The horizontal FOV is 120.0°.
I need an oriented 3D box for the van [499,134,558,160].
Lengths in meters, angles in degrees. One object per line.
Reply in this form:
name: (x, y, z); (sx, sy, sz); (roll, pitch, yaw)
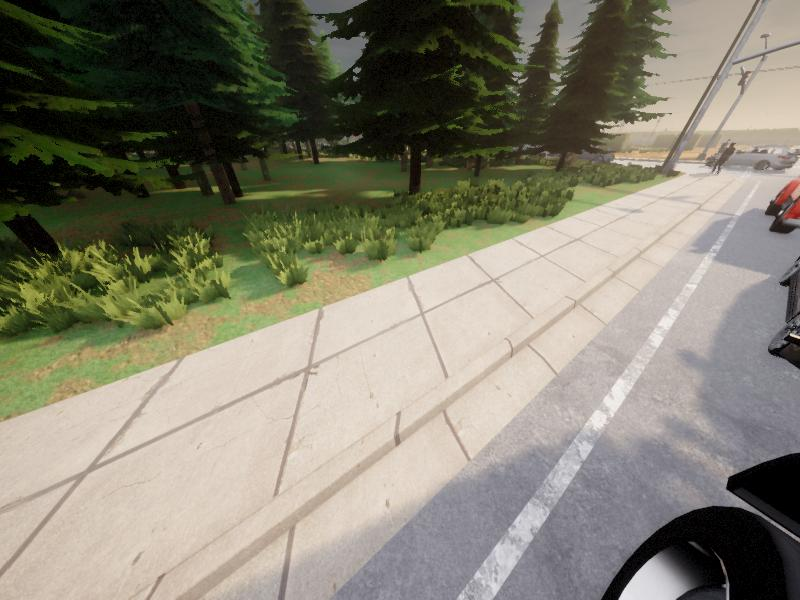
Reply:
van: (15.931, -19.415, 29.208); (1.988, 2.561, 5.915); (-22, 41, -28)

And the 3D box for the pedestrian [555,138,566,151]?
pedestrian: (28.582, -27.700, 41.115); (0.751, 1.860, 0.751); (-7, 36, -9)

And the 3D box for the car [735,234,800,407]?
car: (6.441, -0.038, 2.633); (4.902, 1.511, 2.128); (-22, 41, -28)

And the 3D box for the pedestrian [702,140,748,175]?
pedestrian: (20.802, -9.157, 14.855); (0.751, 1.860, 0.751); (16, 38, 22)

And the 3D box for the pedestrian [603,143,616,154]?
pedestrian: (30.861, -22.411, 34.086); (0.751, 1.300, 0.751); (9, 36, 13)

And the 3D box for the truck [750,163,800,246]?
truck: (12.429, -3.012, 5.959); (5.204, 2.467, 2.627); (-23, 41, -28)

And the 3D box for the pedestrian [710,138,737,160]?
pedestrian: (33.565, -15.654, 23.997); (0.751, 1.860, 0.751); (22, 41, 28)

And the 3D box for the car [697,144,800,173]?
car: (28.614, -11.671, 18.867); (2.242, 1.667, 4.611); (-7, 36, -10)

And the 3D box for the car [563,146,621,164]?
car: (20.227, -15.419, 24.524); (1.994, 1.385, 4.181); (-22, 41, -28)
